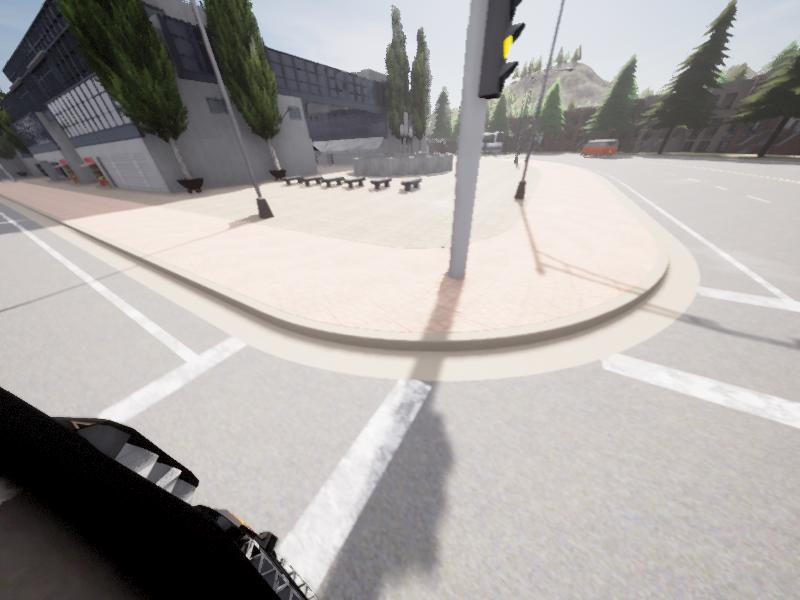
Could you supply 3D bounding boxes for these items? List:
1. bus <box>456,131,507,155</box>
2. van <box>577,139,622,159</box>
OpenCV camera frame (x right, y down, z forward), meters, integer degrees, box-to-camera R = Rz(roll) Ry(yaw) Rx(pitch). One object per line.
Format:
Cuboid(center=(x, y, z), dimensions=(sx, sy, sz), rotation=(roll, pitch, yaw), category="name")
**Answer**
Cuboid(center=(18.821, -36.826, 54.521), dimensions=(3.944, 4.253, 10.273), rotation=(-26, 40, -31), category="bus")
Cuboid(center=(26.259, -20.037, 30.644), dimensions=(1.775, 1.987, 4.442), rotation=(-3, 33, 0), category="van")
